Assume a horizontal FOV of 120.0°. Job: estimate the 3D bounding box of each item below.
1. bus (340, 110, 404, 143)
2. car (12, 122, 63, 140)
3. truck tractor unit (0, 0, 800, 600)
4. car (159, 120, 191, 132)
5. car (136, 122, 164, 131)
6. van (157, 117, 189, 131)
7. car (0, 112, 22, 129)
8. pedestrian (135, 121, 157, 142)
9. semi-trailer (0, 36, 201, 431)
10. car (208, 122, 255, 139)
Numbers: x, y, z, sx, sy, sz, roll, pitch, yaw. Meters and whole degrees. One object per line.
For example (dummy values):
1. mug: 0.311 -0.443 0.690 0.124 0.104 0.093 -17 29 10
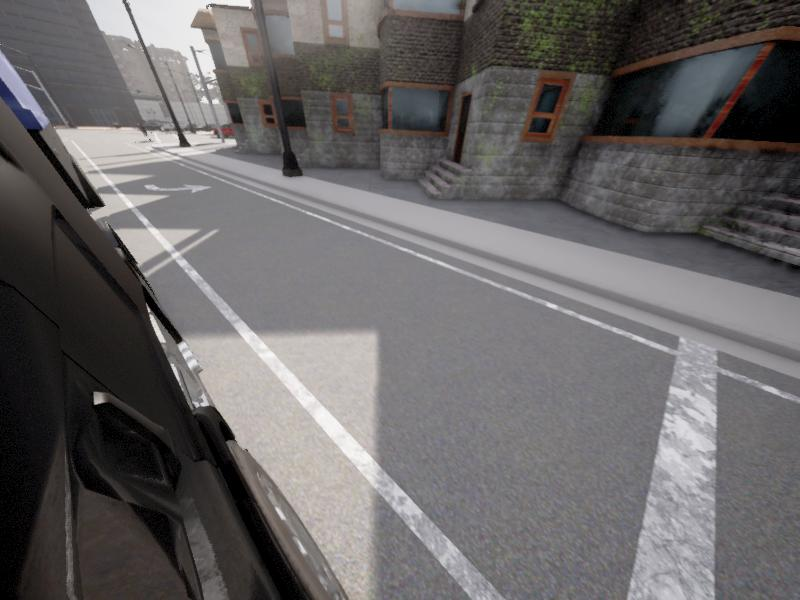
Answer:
1. bus: -4.697 -29.925 40.039 10.273 4.253 3.944 -2 36 -4
2. car: -37.620 -17.538 23.977 4.718 1.301 1.895 22 40 24
3. truck tractor unit: -2.645 -0.295 0.351 6.516 4.208 3.053 28 44 30
4. car: -51.007 -39.514 52.511 2.150 2.045 5.566 -1 36 -5
5. car: -54.273 -37.655 50.215 1.816 1.474 4.193 -1 36 -5
6. van: -54.821 -42.499 55.913 1.988 2.561 5.915 -1 36 -5
7. car: -63.959 -27.792 35.675 5.566 2.045 2.150 -2 36 -6
8. pedestrian: -28.087 -18.619 25.582 0.751 1.860 0.751 -12 39 -20
9. semi-trailer: -8.688 -3.586 4.277 14.254 4.402 2.717 28 43 30
10. car: -28.157 -28.413 38.839 5.566 2.045 2.150 -1 36 -5
